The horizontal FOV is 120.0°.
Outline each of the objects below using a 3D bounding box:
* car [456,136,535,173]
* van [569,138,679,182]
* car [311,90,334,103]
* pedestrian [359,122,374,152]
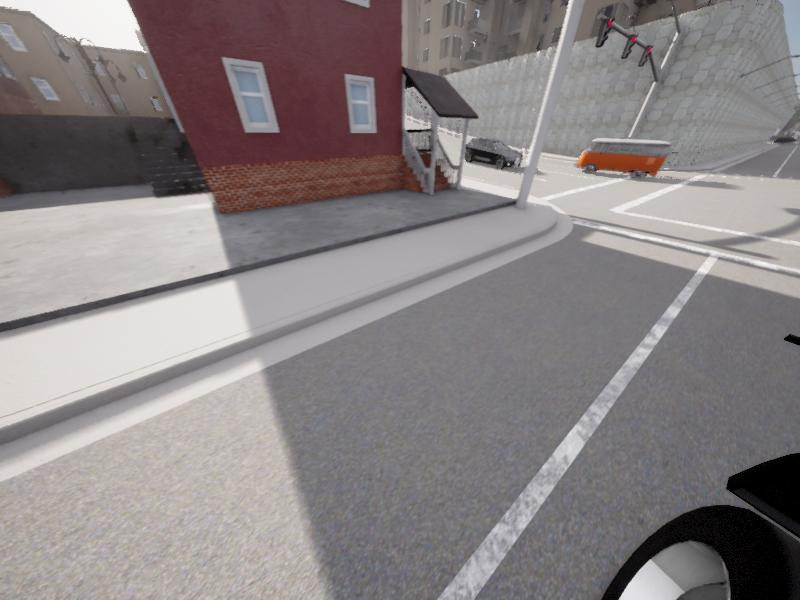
[{"bbox_3d":[6.832,-10.936,17.147,2.033,1.649,4.856,-22,46,-28],"label":"car"},{"bbox_3d":[13.982,-9.046,14.754,1.775,1.987,4.442,-29,46,-34],"label":"van"},{"bbox_3d":[-14.226,-37.328,42.440,2.128,1.511,4.902,-23,45,-28],"label":"car"},{"bbox_3d":[-2.530,-12.407,17.620,0.751,1.860,0.751,-14,38,-19],"label":"pedestrian"}]
